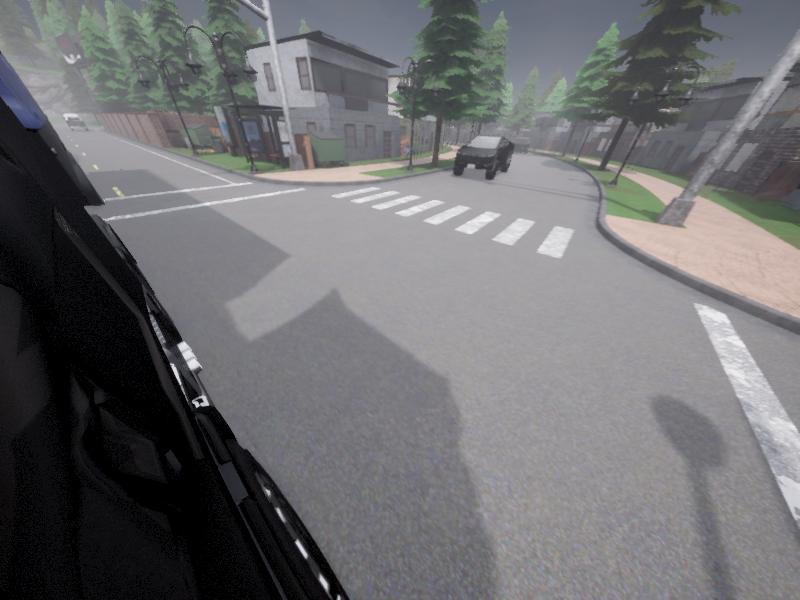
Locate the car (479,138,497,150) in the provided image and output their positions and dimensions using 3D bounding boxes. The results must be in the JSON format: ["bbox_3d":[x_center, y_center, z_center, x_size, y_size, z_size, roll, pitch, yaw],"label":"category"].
[{"bbox_3d":[15.318,-27.269,40.396,1.845,1.501,3.633,2,36,-1],"label":"car"}]

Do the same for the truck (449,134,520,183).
[{"bbox_3d":[5.617,-9.260,14.837,2.390,2.098,6.274,22,40,23],"label":"truck"}]

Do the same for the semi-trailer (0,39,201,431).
[{"bbox_3d":[-8.690,-3.600,4.251,14.254,4.402,2.717,28,43,30],"label":"semi-trailer"}]

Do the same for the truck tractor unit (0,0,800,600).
[{"bbox_3d":[-2.645,-0.295,0.351,6.516,4.208,3.053,28,44,30],"label":"truck tractor unit"}]

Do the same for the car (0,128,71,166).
[{"bbox_3d":[-20.101,-8.413,12.558,4.181,1.385,1.994,28,43,30],"label":"car"}]

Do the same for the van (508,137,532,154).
[{"bbox_3d":[18.364,-23.784,35.498,1.775,1.987,4.442,7,37,6],"label":"van"}]

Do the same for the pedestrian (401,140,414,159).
[{"bbox_3d":[0.632,-12.921,19.831,0.751,1.300,0.751,23,41,25],"label":"pedestrian"}]
